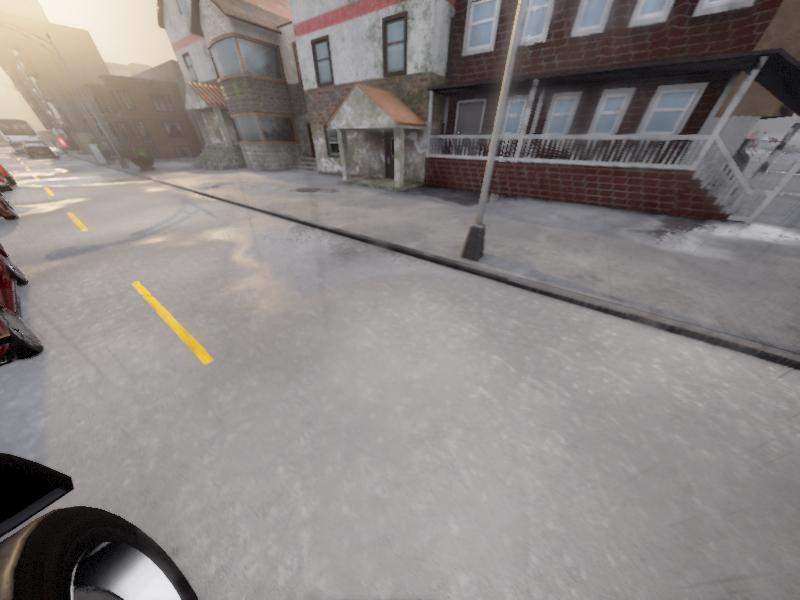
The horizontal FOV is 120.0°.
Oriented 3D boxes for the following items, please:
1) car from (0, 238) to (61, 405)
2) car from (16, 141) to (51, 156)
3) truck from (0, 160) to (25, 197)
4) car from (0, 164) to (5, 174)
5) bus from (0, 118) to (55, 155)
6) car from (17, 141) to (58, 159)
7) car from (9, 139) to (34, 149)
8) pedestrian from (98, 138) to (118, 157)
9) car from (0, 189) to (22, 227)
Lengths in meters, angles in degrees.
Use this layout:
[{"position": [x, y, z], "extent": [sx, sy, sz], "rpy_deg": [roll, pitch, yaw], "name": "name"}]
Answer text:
[{"position": [-6.339, 0.017, 2.718], "extent": [4.718, 1.301, 1.895], "rpy_deg": [22, 41, 28], "name": "car"}, {"position": [-50.991, -21.109, 32.131], "extent": [5.008, 1.535, 1.882], "rpy_deg": [22, 41, 28], "name": "car"}, {"position": [-20.825, -6.391, 10.628], "extent": [5.204, 2.467, 2.627], "rpy_deg": [24, 41, 27], "name": "truck"}, {"position": [-30.336, -10.011, 16.237], "extent": [3.866, 1.878, 1.905], "rpy_deg": [22, 41, 28], "name": "car"}, {"position": [-59.044, -25.420, 35.837], "extent": [10.273, 4.253, 3.944], "rpy_deg": [23, 41, 28], "name": "bus"}, {"position": [-44.945, -18.685, 28.649], "extent": [5.238, 1.638, 1.930], "rpy_deg": [22, 41, 28], "name": "car"}, {"position": [-76.869, -31.713, 46.882], "extent": [4.856, 1.649, 2.033], "rpy_deg": [22, 41, 28], "name": "car"}, {"position": [-35.598, -18.624, 28.224], "extent": [0.751, 1.860, 0.751], "rpy_deg": [-29, 44, -34], "name": "pedestrian"}, {"position": [-14.123, -3.179, 7.124], "extent": [4.181, 1.385, 1.994], "rpy_deg": [22, 40, 27], "name": "car"}]
